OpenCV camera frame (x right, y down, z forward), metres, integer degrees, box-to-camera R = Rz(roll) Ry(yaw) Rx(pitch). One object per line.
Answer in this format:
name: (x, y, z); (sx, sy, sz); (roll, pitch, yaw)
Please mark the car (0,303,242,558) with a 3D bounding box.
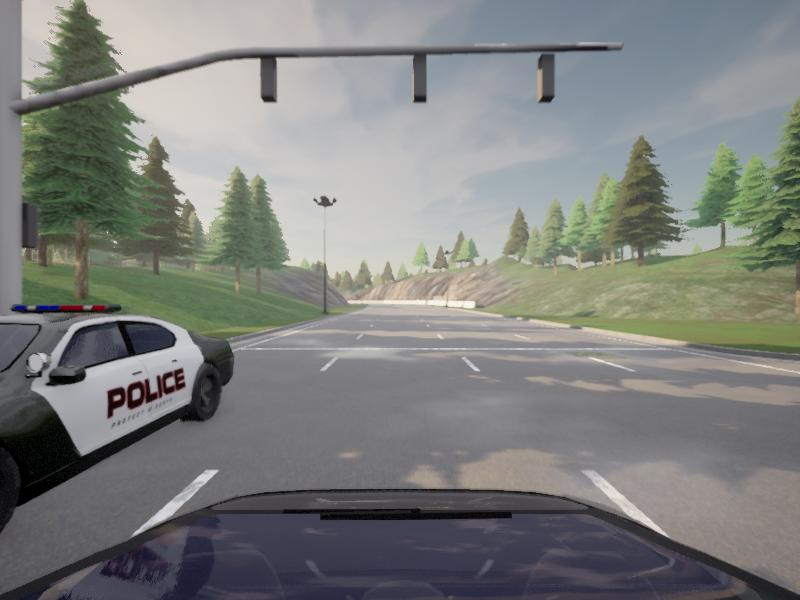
car: (-3.501, 0.825, 3.799); (2.038, 1.542, 4.974); (0, 0, 0)
